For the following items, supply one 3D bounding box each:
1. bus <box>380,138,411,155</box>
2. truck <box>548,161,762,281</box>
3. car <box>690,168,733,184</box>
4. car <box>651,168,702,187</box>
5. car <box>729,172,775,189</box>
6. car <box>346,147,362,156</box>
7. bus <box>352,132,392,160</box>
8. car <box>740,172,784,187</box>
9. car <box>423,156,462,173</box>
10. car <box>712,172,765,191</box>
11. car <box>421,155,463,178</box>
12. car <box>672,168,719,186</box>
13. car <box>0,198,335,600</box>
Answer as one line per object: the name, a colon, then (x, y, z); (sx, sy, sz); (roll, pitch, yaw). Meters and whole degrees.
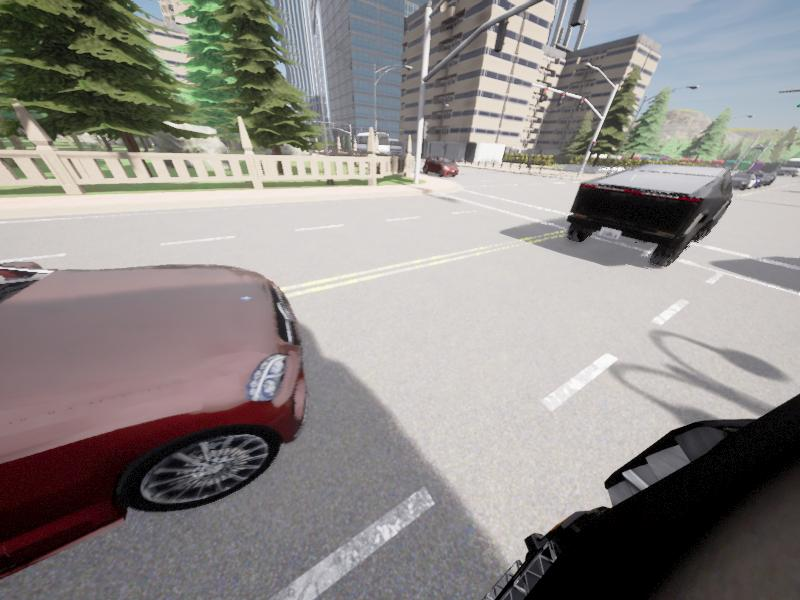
bus: (-1.556, -53.396, 80.406); (10.273, 4.253, 3.944); (-16, 38, -26)
truck: (7.570, -2.746, 6.804); (6.274, 2.098, 2.390); (-19, 39, -29)
car: (40.784, -16.247, 30.220); (4.856, 1.649, 2.033); (-16, 38, -26)
car: (29.336, -13.008, 24.521); (4.514, 1.525, 2.007); (-15, 37, -25)
car: (41.632, -14.212, 27.311); (4.514, 1.525, 2.007); (-16, 38, -26)
car: (-11.017, -35.587, 55.390); (2.128, 1.511, 4.902); (-16, 38, -26)
bus: (-5.952, -31.605, 47.304); (3.944, 4.253, 10.273); (-16, 38, -26)
car: (47.144, -15.765, 30.103); (4.902, 1.511, 2.128); (-16, 38, -26)
car: (4.833, -15.892, 27.005); (1.812, 1.442, 4.674); (-16, 38, -26)
car: (35.590, -12.505, 24.254); (4.974, 1.542, 2.038); (-16, 38, -26)
car: (3.913, -12.939, 22.331); (1.851, 1.617, 3.988); (-14, 37, -24)
car: (34.763, -14.504, 27.204); (4.974, 1.542, 2.038); (-16, 38, -26)
car: (-3.242, 0.676, 1.217); (5.027, 1.651, 2.152); (-16, 38, -26)
